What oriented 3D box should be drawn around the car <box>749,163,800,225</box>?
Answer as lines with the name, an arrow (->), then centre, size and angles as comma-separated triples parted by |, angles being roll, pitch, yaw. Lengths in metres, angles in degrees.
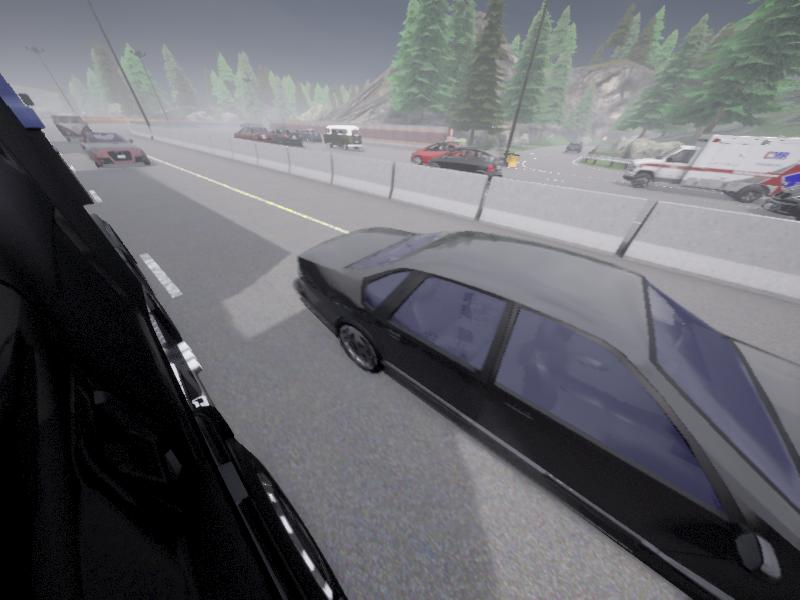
car -> 15.790, -3.078, 7.376 | 4.611, 1.667, 2.242 | 27, 43, 29

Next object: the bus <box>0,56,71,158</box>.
bus -> -25.308, -11.694, 14.044 | 10.273, 4.253, 3.944 | 27, 43, 29

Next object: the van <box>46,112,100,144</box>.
van -> -28.443, -14.982, 20.102 | 4.442, 1.987, 1.775 | 27, 43, 29

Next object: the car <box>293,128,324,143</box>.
car -> -12.689, -22.844, 32.009 | 3.806, 1.475, 1.970 | 27, 43, 29

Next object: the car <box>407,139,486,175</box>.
car -> 2.936, -9.556, 15.288 | 4.514, 1.525, 2.007 | 27, 43, 29

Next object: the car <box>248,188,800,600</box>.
car -> 1.169, 0.338, 2.115 | 5.357, 1.411, 2.033 | 27, 43, 29

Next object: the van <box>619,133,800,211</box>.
van -> 15.205, -6.375, 11.095 | 6.366, 2.431, 2.351 | 27, 43, 29

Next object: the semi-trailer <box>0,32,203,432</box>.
semi-trailer -> -8.792, -3.546, 4.124 | 14.254, 4.402, 2.717 | 27, 43, 29

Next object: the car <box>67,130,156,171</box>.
car -> -15.002, -7.868, 12.017 | 4.181, 1.385, 1.994 | 27, 43, 29

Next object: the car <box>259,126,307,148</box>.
car -> -12.484, -17.451, 24.683 | 4.611, 1.667, 2.242 | 27, 43, 29

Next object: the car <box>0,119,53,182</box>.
car -> -16.265, -5.997, 9.106 | 4.553, 1.767, 2.097 | 27, 43, 28

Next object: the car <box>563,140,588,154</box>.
car -> 26.495, -23.122, 34.870 | 2.128, 1.511, 4.902 | 26, 43, 28

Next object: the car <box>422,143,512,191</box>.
car -> 3.196, -6.750, 11.549 | 3.705, 1.549, 1.789 | 27, 43, 28

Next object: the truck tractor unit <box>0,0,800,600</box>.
truck tractor unit -> -2.645, -0.295, 0.352 | 6.516, 4.208, 3.053 | 28, 44, 30

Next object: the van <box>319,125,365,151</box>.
van -> -6.005, -16.995, 24.182 | 4.480, 2.038, 2.069 | 27, 43, 29

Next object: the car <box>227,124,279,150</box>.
car -> -13.986, -15.579, 21.992 | 4.553, 1.767, 2.097 | 27, 43, 29
